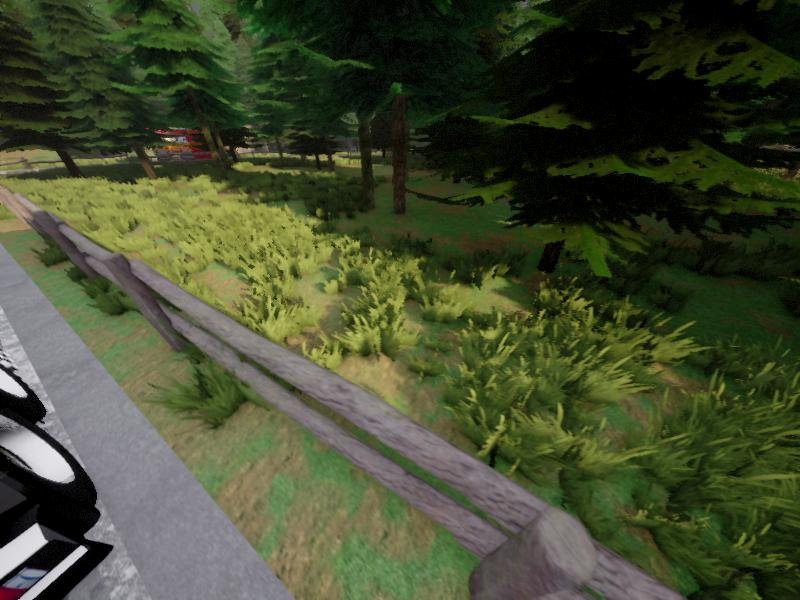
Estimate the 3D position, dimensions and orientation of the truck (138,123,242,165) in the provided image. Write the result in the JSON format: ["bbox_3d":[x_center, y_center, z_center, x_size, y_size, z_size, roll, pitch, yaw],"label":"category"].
[{"bbox_3d":[-25.477,-19.389,28.733,8.468,3.827,2.891,-30,44,-35],"label":"truck"}]

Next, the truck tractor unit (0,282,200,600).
[{"bbox_3d":[-5.141,-0.270,0.736,6.516,4.208,3.053,17,38,23],"label":"truck tractor unit"}]
